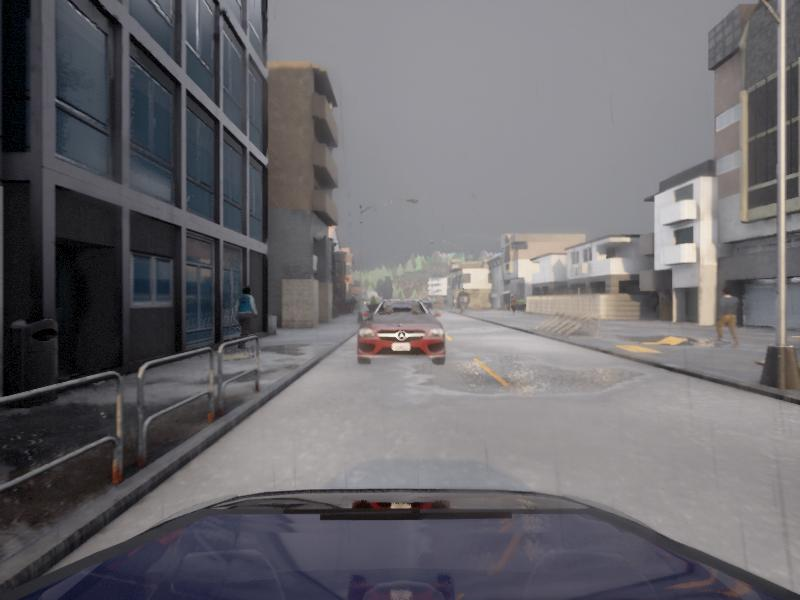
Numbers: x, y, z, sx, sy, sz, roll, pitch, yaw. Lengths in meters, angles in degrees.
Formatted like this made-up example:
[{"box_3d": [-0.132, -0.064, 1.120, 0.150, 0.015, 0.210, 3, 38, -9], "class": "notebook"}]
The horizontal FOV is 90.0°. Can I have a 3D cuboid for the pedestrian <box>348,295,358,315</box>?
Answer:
[{"box_3d": [-4.621, 0.479, 39.307, 0.751, 1.860, 0.751, 0, 0, 13], "class": "pedestrian"}]

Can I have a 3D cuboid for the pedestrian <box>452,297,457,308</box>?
[{"box_3d": [9.296, 0.440, 68.027, 0.751, 1.860, 0.751, 0, 0, 0], "class": "pedestrian"}]

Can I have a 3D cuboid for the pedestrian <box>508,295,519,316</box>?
[{"box_3d": [9.949, 0.484, 35.123, 0.751, 1.860, 0.751, 0, 0, -2], "class": "pedestrian"}]

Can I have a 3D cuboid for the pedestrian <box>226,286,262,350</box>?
[{"box_3d": [-4.643, 0.516, 11.940, 0.751, 1.860, 0.751, 0, 0, 4], "class": "pedestrian"}]

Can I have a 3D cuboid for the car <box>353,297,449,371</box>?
[{"box_3d": [0.040, 0.764, 11.477, 2.152, 1.651, 5.027, 0, 0, 0], "class": "car"}]

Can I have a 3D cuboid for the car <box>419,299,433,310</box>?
[{"box_3d": [4.203, 0.682, 65.027, 1.930, 1.638, 5.238, 0, 0, 0], "class": "car"}]

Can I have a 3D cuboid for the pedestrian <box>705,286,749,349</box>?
[{"box_3d": [10.039, 0.515, 12.299, 0.751, 1.860, 0.751, 0, 0, 6], "class": "pedestrian"}]

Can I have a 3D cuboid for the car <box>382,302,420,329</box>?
[{"box_3d": [0.077, 0.860, 24.111, 2.033, 1.411, 5.357, 0, 0, 0], "class": "car"}]
